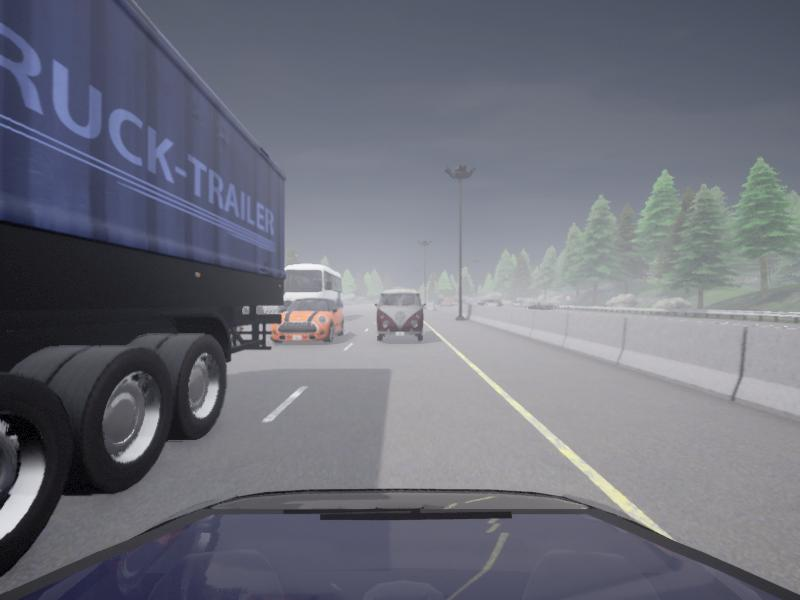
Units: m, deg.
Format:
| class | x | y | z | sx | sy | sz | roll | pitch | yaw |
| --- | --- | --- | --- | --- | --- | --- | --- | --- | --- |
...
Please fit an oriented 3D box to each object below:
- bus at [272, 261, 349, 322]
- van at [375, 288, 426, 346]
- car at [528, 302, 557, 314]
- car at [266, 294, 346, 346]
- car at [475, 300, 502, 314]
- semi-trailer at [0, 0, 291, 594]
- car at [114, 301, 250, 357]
| class | x | y | z | sx | sy | sz | roll | pitch | yaw |
| --- | --- | --- | --- | --- | --- | --- | --- | --- | --- |
| bus | -6.900 | -0.533 | 33.029 | 3.944 | 4.253 | 10.273 | 0 | -1 | 0 |
| van | 0.005 | 0.596 | 16.091 | 1.775 | 1.987 | 4.442 | 0 | 0 | 0 |
| car | 17.513 | 0.936 | 49.342 | 1.895 | 1.301 | 4.718 | 0 | 0 | 0 |
| car | -3.495 | 0.692 | 15.829 | 2.097 | 1.767 | 4.553 | 0 | 0 | 0 |
| car | 10.511 | 0.773 | 47.736 | 2.152 | 1.651 | 5.027 | 0 | 0 | 0 |
| semi-trailer | -3.507 | -0.623 | 0.801 | 2.717 | 4.402 | 14.254 | 0 | 0 | 0 |
| car | -6.996 | 0.821 | 13.613 | 1.882 | 1.535 | 5.008 | 0 | 0 | 0 |
